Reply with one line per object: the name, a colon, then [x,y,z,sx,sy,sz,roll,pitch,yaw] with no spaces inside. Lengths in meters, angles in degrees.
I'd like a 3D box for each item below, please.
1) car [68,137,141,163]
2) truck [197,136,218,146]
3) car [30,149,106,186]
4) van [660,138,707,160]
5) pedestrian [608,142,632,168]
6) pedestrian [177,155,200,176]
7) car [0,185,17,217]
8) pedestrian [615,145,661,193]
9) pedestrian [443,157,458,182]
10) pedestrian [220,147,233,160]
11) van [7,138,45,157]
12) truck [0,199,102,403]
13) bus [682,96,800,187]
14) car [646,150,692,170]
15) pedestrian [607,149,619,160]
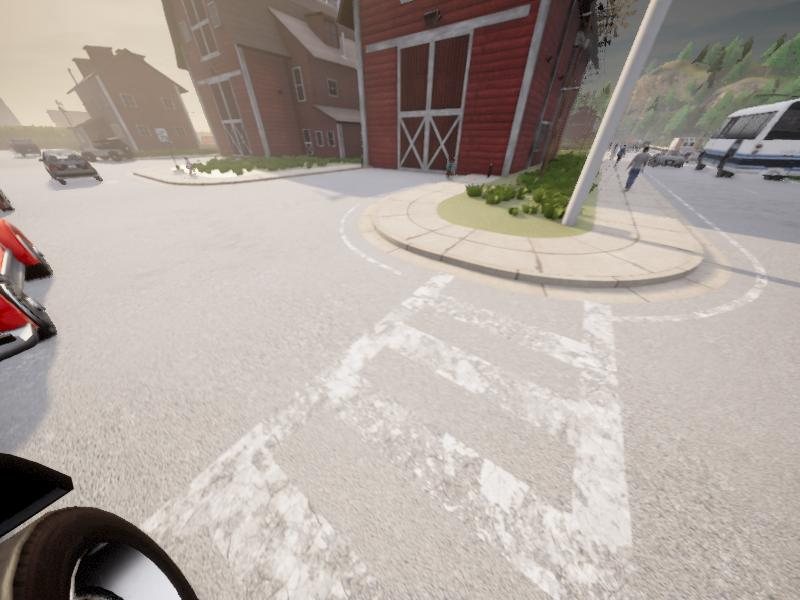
car: [-29.813,-15.251,23.479,3.866,1.878,1.905,-6,41,-5]
truck: [-58.323,-48.149,69.881,5.204,2.467,2.627,23,41,29]
car: [-19.865,-8.018,13.830,3.705,1.549,1.789,22,41,28]
van: [39.075,-21.082,32.101,2.351,2.431,6.366,23,41,29]
pedestrian: [19.230,-12.671,20.188,0.751,1.860,0.751,-28,44,-34]
pedestrian: [-13.347,-8.481,14.620,0.500,1.100,0.500,6,35,8]
car: [-15.627,-3.764,7.970,4.181,1.385,1.994,22,41,28]
pedestrian: [11.014,-6.087,10.770,0.751,1.860,0.751,26,43,32]
pedestrian: [2.735,-7.075,12.524,0.500,1.100,0.500,-8,36,-11]
pedestrian: [-17.297,-14.563,22.987,0.500,1.100,0.500,10,36,14]
van: [-49.902,-20.396,30.848,4.442,1.987,1.775,22,41,28]
truck: [-6.568,-0.533,2.487,5.204,2.467,2.627,22,40,28]
bus: [25.629,-11.341,16.575,3.944,4.253,10.273,23,41,29]
car: [25.771,-13.608,22.301,1.994,1.385,4.181,23,41,29]
pedestrian: [25.214,-17.182,27.306,0.500,1.100,0.500,10,36,13]
